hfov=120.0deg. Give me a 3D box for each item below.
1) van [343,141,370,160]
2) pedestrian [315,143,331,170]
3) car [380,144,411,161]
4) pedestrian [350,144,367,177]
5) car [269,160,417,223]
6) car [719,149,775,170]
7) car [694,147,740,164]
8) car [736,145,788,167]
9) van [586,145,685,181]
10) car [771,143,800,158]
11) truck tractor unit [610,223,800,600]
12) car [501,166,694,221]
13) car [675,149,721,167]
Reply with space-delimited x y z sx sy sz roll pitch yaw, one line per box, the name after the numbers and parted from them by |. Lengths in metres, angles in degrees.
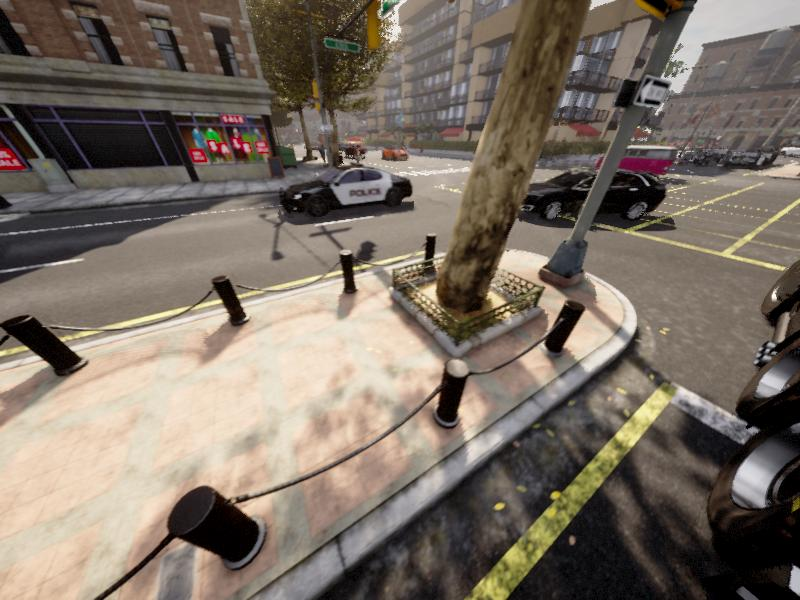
-6.259 -21.297 32.789 2.069 2.038 4.480 -18 39 -25 | van
-6.406 -12.008 19.284 0.751 1.860 0.751 -26 42 -32 | pedestrian
-0.624 -19.634 30.648 2.097 1.767 4.553 -18 39 -25 | car
-2.805 -9.473 15.663 0.751 1.860 0.751 -21 40 -27 | pedestrian
-2.014 -4.418 8.998 4.974 1.542 2.038 -18 39 -24 | car
34.967 -14.196 23.287 4.974 1.542 2.038 -18 39 -24 | car
39.165 -17.920 28.569 5.238 1.638 1.930 -18 39 -24 | car
40.382 -16.107 25.763 4.605 1.855 1.932 -18 39 -24 | car
17.094 -10.278 17.147 1.775 1.987 4.442 -18 39 -25 | van
66.457 -24.522 37.881 2.150 2.045 5.566 1 35 1 | car
5.043 -0.360 0.889 6.516 4.208 3.053 -21 40 -28 | truck tractor unit
6.594 -3.852 8.272 4.892 1.490 1.837 0 34 -1 | car
33.374 -15.958 25.857 3.806 1.475 1.970 -18 39 -24 | car
